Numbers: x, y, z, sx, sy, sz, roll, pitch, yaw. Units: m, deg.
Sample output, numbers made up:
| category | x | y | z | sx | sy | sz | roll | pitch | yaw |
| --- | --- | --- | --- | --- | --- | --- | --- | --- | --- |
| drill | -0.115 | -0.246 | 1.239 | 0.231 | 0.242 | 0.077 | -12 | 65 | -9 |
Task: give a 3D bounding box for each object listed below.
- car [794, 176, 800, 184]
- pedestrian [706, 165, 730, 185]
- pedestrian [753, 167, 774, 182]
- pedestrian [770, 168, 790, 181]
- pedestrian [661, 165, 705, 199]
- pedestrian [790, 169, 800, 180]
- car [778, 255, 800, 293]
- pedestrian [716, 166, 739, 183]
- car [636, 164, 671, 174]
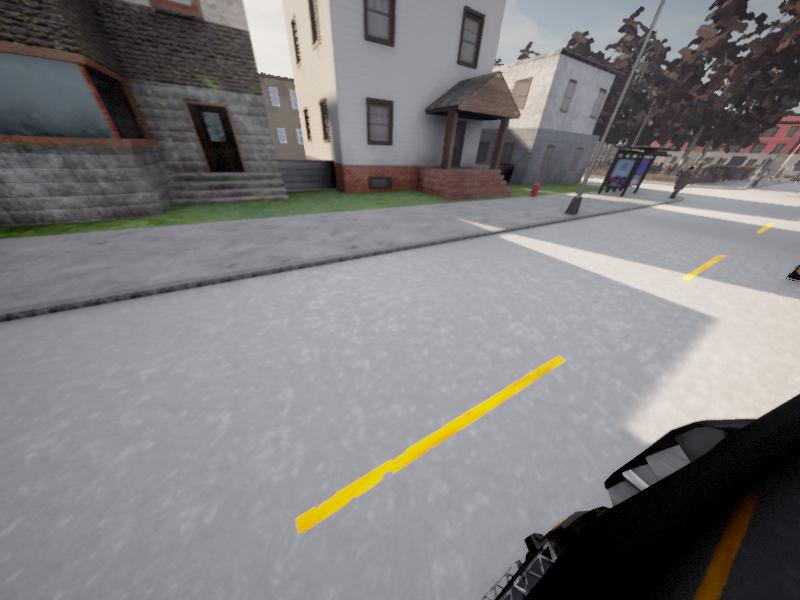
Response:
| category | x | y | z | sx | sy | sz | roll | pitch | yaw |
| --- | --- | --- | --- | --- | --- | --- | --- | --- | --- |
| car | 72.591 | -20.995 | 40.230 | 1.789 | 1.549 | 3.705 | -16 | 38 | -26 |
| pedestrian | 36.580 | -14.408 | 26.621 | 0.751 | 1.860 | 0.751 | -17 | 38 | -27 |
| pedestrian | 53.143 | -18.294 | 33.762 | 0.751 | 1.860 | 0.751 | -13 | 37 | -23 |
| pedestrian | 62.950 | -20.783 | 38.275 | 0.751 | 1.860 | 0.751 | -13 | 37 | -23 |
| pedestrian | 18.063 | -7.541 | 14.795 | 0.751 | 1.860 | 0.751 | -1 | 34 | -6 |
| pedestrian | 74.303 | -23.424 | 43.133 | 0.751 | 1.860 | 0.751 | -19 | 39 | -30 |
| car | 10.858 | -1.059 | 5.009 | 5.008 | 1.535 | 1.882 | -16 | 38 | -26 |
| pedestrian | 41.478 | -15.901 | 29.251 | 0.751 | 1.860 | 0.751 | -16 | 38 | -26 |
| car | 58.580 | -30.403 | 53.472 | 2.128 | 1.511 | 4.902 | -16 | 38 | -26 |
